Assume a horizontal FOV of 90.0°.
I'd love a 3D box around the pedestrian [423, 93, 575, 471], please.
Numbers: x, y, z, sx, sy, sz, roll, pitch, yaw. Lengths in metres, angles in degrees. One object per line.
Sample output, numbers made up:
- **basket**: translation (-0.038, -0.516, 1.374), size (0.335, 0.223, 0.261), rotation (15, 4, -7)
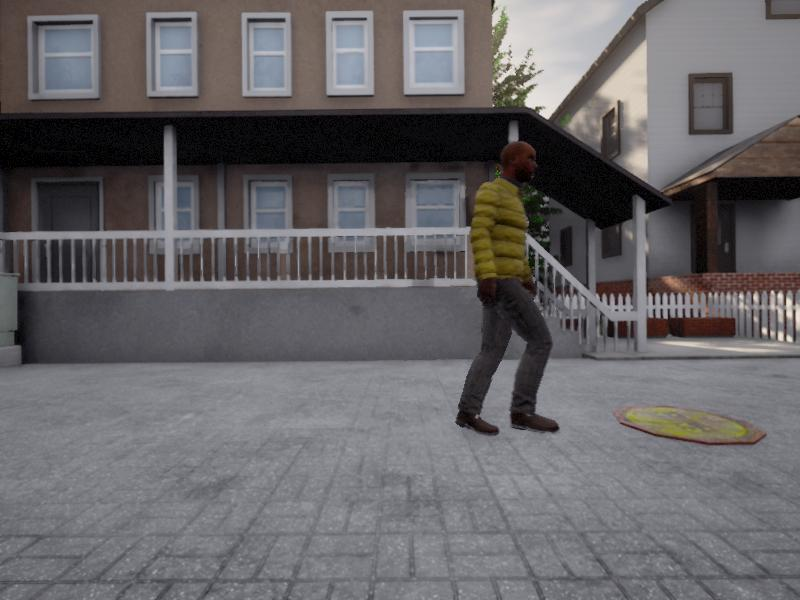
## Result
- **pedestrian**: translation (0.642, -0.085, 2.471), size (0.751, 1.860, 0.751), rotation (-1, 0, 26)
